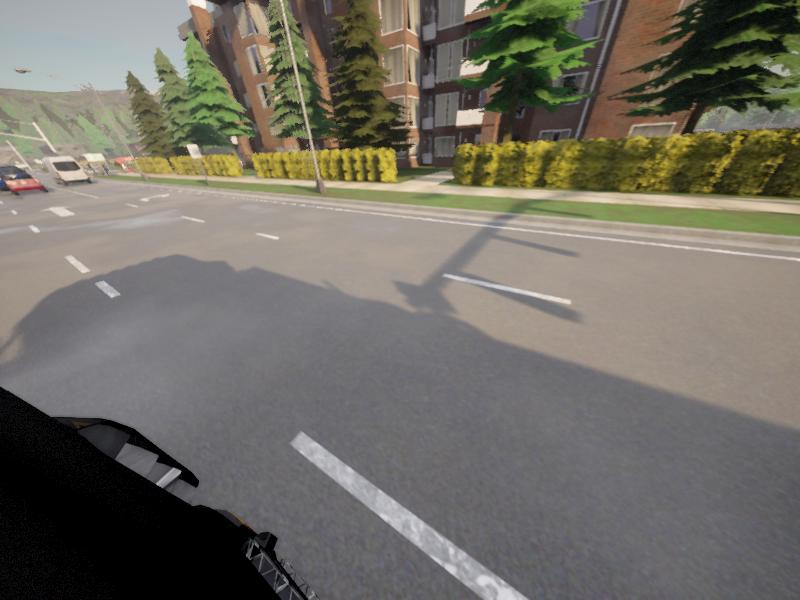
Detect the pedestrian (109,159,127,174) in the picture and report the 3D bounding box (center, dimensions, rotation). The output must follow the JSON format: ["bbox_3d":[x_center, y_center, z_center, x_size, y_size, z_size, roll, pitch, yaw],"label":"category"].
[{"bbox_3d":[-42.638,-20.201,34.957,0.751,1.860,0.751,15,38,24],"label":"pedestrian"}]

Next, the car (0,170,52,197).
[{"bbox_3d":[-31.594,-9.791,19.278,3.988,1.617,1.851,17,39,27],"label":"car"}]

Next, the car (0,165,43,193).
[{"bbox_3d":[-37.699,-11.831,22.359,5.566,2.045,2.150,17,39,26],"label":"car"}]

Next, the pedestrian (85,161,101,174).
[{"bbox_3d":[-53.478,-23.073,40.284,0.751,1.860,0.751,17,39,26],"label":"pedestrian"}]

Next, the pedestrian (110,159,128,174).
[{"bbox_3d":[-41.649,-19.754,34.222,0.751,1.860,0.751,18,39,27],"label":"pedestrian"}]

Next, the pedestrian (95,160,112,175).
[{"bbox_3d":[-44.213,-19.809,34.495,0.751,1.860,0.751,22,41,32],"label":"pedestrian"}]

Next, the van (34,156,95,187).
[{"bbox_3d":[-35.453,-13.645,24.434,5.915,2.561,1.988,17,39,27],"label":"van"}]

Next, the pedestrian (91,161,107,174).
[{"bbox_3d":[-53.188,-23.482,40.872,0.751,1.860,0.751,11,36,19],"label":"pedestrian"}]
